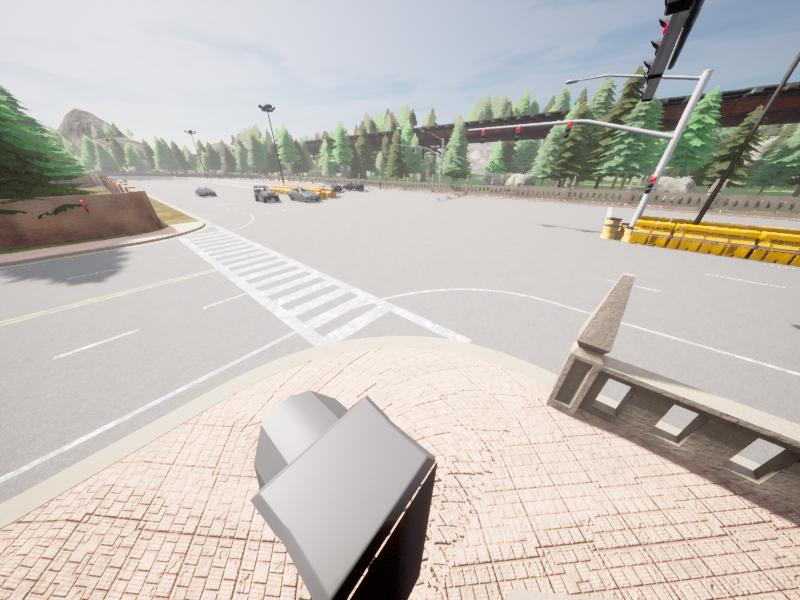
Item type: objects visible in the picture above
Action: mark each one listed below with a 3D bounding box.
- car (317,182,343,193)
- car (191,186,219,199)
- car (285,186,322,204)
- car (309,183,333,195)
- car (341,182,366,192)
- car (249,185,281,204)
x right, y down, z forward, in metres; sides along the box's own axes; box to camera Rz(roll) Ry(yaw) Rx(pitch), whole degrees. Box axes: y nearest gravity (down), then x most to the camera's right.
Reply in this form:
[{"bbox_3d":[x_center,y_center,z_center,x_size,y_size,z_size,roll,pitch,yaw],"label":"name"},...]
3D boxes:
[{"bbox_3d":[-12.928,-20.866,42.613,4.974,1.542,2.038,23,37,34],"label":"car"},{"bbox_3d":[-29.532,-16.360,34.973,4.181,1.385,1.994,23,37,34],"label":"car"},{"bbox_3d":[-12.791,-13.966,30.573,5.027,1.651,2.152,23,37,34],"label":"car"},{"bbox_3d":[-13.311,-18.707,38.931,3.806,1.475,1.970,23,37,34],"label":"car"},{"bbox_3d":[-8.779,-21.387,43.553,4.892,1.490,1.837,23,37,34],"label":"car"},{"bbox_3d":[-17.521,-13.791,30.001,3.866,1.878,1.905,23,37,34],"label":"car"}]
